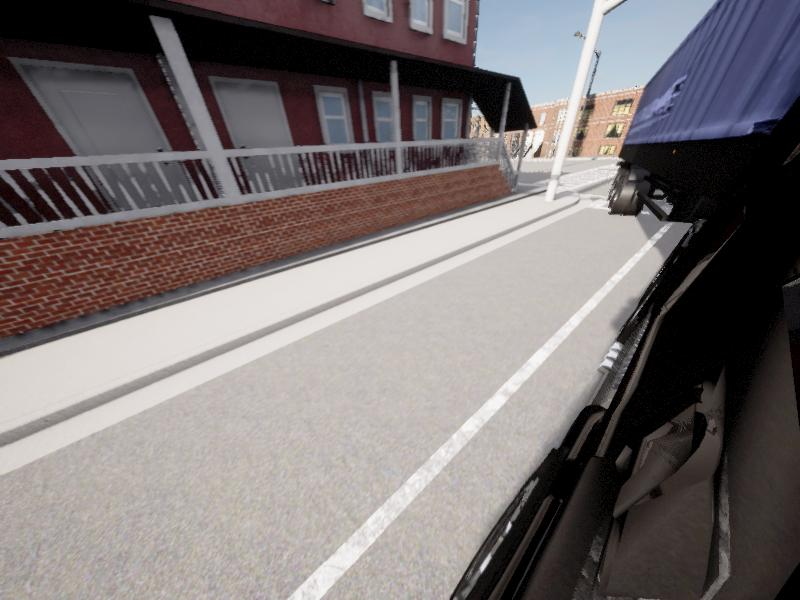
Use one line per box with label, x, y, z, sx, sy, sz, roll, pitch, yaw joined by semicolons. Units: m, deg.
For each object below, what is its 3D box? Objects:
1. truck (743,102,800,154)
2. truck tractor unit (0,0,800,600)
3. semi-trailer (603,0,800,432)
truck;38.802;-17.432;23.460;8.468;3.827;2.891;-26;38;-30
truck tractor unit;2.645;-0.295;0.351;6.516;4.208;3.053;-28;44;-30
semi-trailer;7.531;-3.957;5.405;2.717;4.402;14.254;18;38;30
